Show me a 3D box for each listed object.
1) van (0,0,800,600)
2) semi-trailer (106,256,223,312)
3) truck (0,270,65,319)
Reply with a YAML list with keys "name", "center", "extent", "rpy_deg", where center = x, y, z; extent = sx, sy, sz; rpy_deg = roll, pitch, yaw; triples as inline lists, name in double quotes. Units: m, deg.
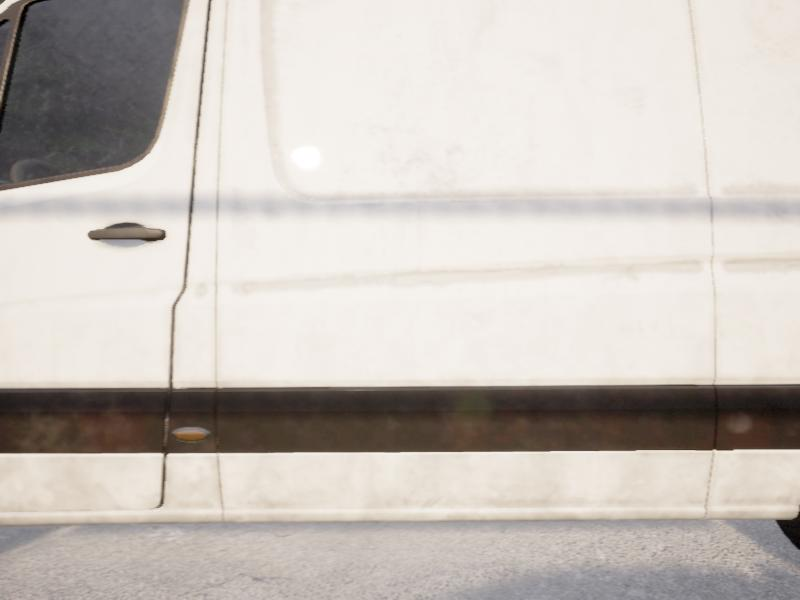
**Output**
- name: "van"
  center: [-0.018, -0.277, 2.199]
  extent: [5.915, 2.561, 1.988]
  rpy_deg: [0, 0, 0]
- name: "semi-trailer"
  center: [-21.486, -1.238, 38.255]
  extent: [2.717, 4.402, 14.254]
  rpy_deg: [0, 0, 0]
- name: "truck"
  center: [-21.335, -0.267, 21.368]
  extent: [2.627, 2.467, 5.204]
  rpy_deg: [0, 0, -1]
